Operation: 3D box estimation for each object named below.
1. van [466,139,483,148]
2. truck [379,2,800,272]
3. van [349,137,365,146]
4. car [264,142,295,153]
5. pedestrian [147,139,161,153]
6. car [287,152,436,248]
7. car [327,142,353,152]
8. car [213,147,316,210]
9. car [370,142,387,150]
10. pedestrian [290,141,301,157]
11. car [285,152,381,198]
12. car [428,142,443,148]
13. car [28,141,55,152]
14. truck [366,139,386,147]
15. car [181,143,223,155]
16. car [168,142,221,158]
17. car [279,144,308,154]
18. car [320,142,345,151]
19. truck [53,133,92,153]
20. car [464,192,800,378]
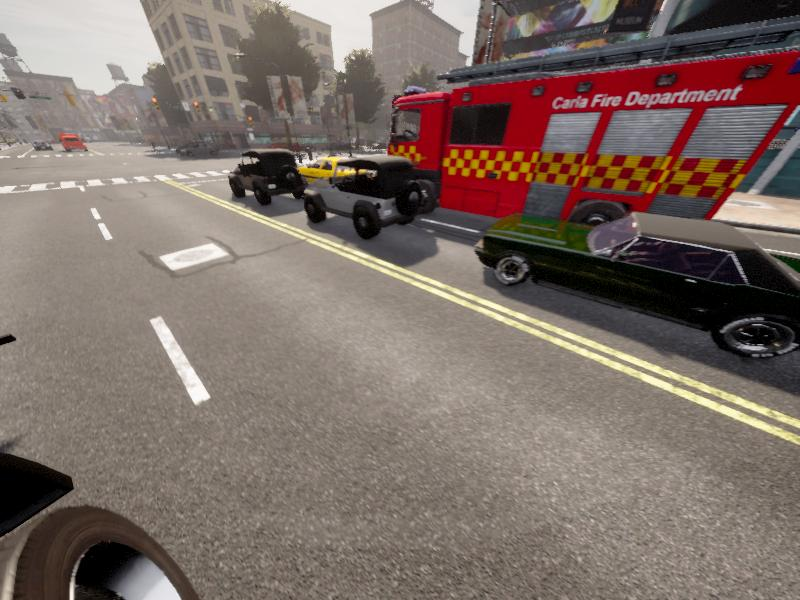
[{"bbox_3d":[24.097,-50.631,74.689,2.351,2.431,6.366,25,42,31],"label":"van"},{"bbox_3d":[3.585,-4.323,6.861,8.468,3.827,2.891,24,41,30],"label":"truck"},{"bbox_3d":[-15.207,-55.966,81.658,5.915,2.561,1.988,25,41,30],"label":"van"},{"bbox_3d":[-22.313,-28.328,42.865,2.007,1.525,4.514,25,42,31],"label":"car"},{"bbox_3d":[-39.960,-24.987,37.490,0.751,1.860,0.751,26,42,32],"label":"pedestrian"},{"bbox_3d":[-1.177,-3.201,6.874,3.866,1.878,1.905,25,42,31],"label":"car"},{"bbox_3d":[-12.400,-32.046,48.345,2.128,1.511,4.902,25,42,31],"label":"car"},{"bbox_3d":[-5.757,-5.347,9.880,3.866,1.878,1.905,25,42,30],"label":"car"},{"bbox_3d":[-5.121,-37.167,55.702,1.851,1.617,3.988,25,42,31],"label":"car"},{"bbox_3d":[-14.349,-20.784,31.846,0.751,1.860,0.751,-29,45,-36],"label":"pedestrian"},{"bbox_3d":[-3.627,-6.787,12.245,5.366,1.575,1.801,25,42,31],"label":"car"},{"bbox_3d":[10.984,-48.324,72.097,2.033,1.411,5.357,25,42,31],"label":"car"},{"bbox_3d":[-61.338,-26.421,39.609,3.806,1.475,1.970,25,42,31],"label":"car"},{"bbox_3d":[-7.751,-49.758,73.263,6.274,2.098,2.390,25,42,31],"label":"truck"},{"bbox_3d":[-30.982,-23.796,36.321,4.674,1.442,1.812,-16,38,-22],"label":"car"},{"bbox_3d":[-27.728,-20.438,31.361,2.242,1.667,4.611,15,37,20],"label":"car"},{"bbox_3d":[-19.064,-27.334,41.628,1.994,1.385,4.181,25,42,31],"label":"car"},{"bbox_3d":[-14.737,-33.592,50.542,1.837,1.490,4.892,25,42,31],"label":"car"},{"bbox_3d":[-54.419,-26.135,38.404,5.204,2.467,2.627,26,42,30],"label":"truck"},{"bbox_3d":[3.785,-0.687,3.867,4.718,1.301,1.895,23,41,29],"label":"car"}]
